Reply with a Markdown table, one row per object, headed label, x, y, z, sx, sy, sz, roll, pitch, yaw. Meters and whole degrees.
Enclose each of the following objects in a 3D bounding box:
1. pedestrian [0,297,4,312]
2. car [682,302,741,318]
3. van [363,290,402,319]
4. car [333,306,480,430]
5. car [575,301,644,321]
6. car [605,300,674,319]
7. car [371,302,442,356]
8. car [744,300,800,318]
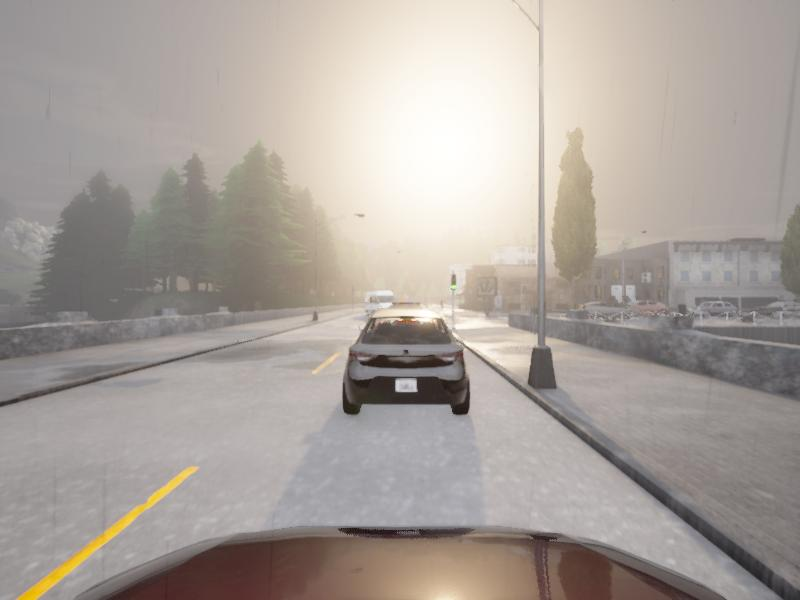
| label | x | y | z | sx | sy | sz | roll | pitch | yaw |
| --- | --- | --- | --- | --- | --- | --- | --- | --- | --- |
| pedestrian | -51.763 | 0.598 | 51.588 | 0.751 | 1.860 | 0.751 | 0 | 0 | 0 |
| car | 28.388 | 0.904 | 36.536 | 3.806 | 1.475 | 1.970 | 0 | 0 | 1 |
| van | -1.785 | 0.374 | 38.185 | 1.988 | 2.561 | 5.915 | -1 | 0 | -21 |
| car | 0.107 | 0.864 | 7.033 | 1.816 | 1.474 | 4.193 | 0 | 0 | 1 |
| car | 17.048 | 0.873 | 32.714 | 4.514 | 1.525 | 2.007 | 0 | 0 | 1 |
| car | 21.813 | 0.831 | 36.635 | 5.027 | 1.651 | 2.152 | 0 | 0 | 1 |
| car | 0.215 | 0.843 | 13.860 | 2.038 | 1.542 | 4.974 | 0 | 0 | 1 |
| car | 34.833 | 0.822 | 36.438 | 5.238 | 1.638 | 1.930 | 0 | 0 | 1 |
